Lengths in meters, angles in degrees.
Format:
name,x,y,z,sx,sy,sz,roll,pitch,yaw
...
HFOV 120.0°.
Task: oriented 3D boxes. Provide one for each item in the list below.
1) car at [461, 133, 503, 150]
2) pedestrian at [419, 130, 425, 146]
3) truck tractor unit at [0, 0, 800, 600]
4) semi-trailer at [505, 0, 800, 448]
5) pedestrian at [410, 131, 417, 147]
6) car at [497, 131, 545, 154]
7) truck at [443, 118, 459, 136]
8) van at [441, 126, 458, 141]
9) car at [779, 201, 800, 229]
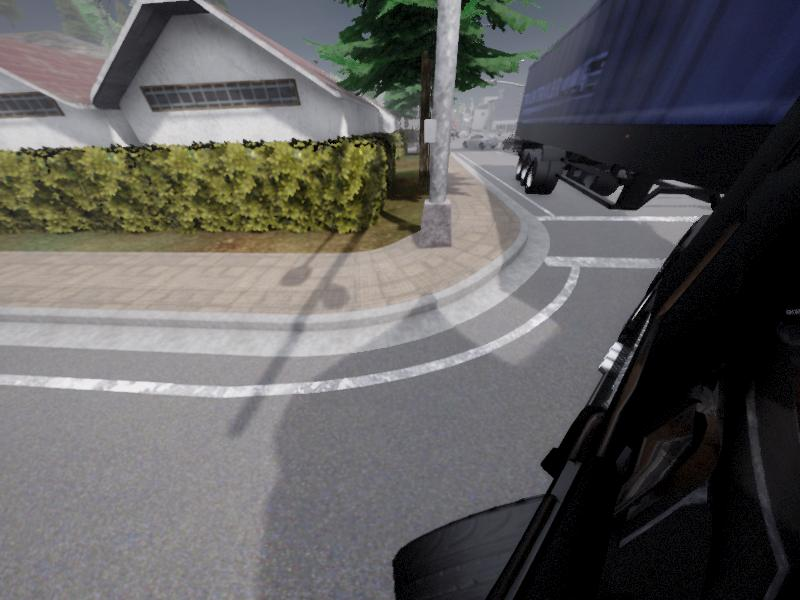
name,x,y,z,sx,sy,sz,roll,pitch,yaw
car,9.370,-18.529,26.927,1.812,1.442,4.674,-18,40,-20
pedestrian,3.031,-22.654,32.348,0.751,1.860,0.751,2,37,5
truck tractor unit,2.645,-0.295,0.351,6.516,4.208,3.053,-28,44,-30
semi-trailer,5.493,-4.720,5.860,2.717,4.402,14.254,7,38,12
pedestrian,1.903,-22.282,32.005,0.751,1.860,0.751,15,40,21
car,10.738,-14.318,20.968,2.128,1.511,4.902,1,36,4
truck,14.787,-49.603,66.233,2.891,3.827,8.468,10,38,15
van,8.986,-30.642,42.517,2.069,2.038,4.480,-2,37,1
car,9.116,-0.634,2.789,2.033,1.411,5.357,10,40,15
